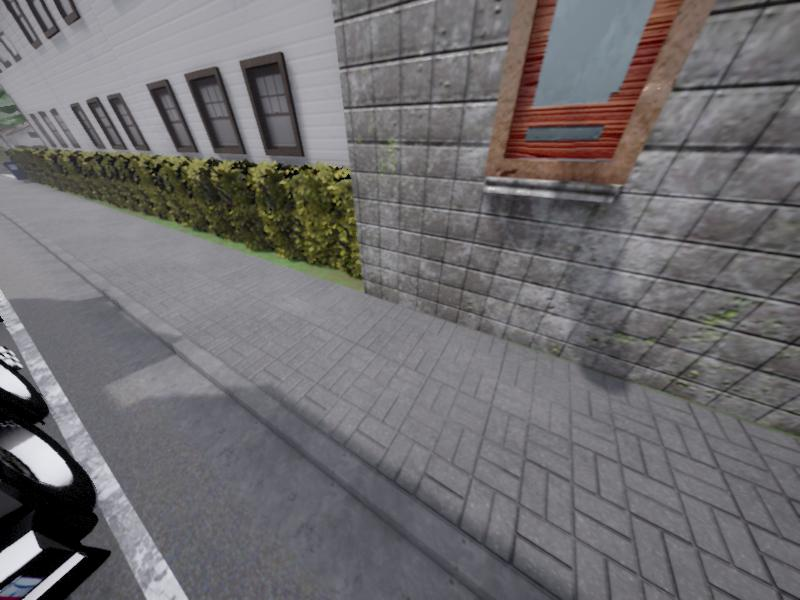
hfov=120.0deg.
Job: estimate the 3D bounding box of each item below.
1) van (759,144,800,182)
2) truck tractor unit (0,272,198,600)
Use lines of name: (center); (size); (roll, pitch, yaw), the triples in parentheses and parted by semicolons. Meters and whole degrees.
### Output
van: (28.721, -9.552, 16.006); (2.069, 2.038, 4.480); (18, 38, 24)
truck tractor unit: (-5.123, -0.289, 0.756); (6.516, 4.208, 3.053); (18, 39, 23)
